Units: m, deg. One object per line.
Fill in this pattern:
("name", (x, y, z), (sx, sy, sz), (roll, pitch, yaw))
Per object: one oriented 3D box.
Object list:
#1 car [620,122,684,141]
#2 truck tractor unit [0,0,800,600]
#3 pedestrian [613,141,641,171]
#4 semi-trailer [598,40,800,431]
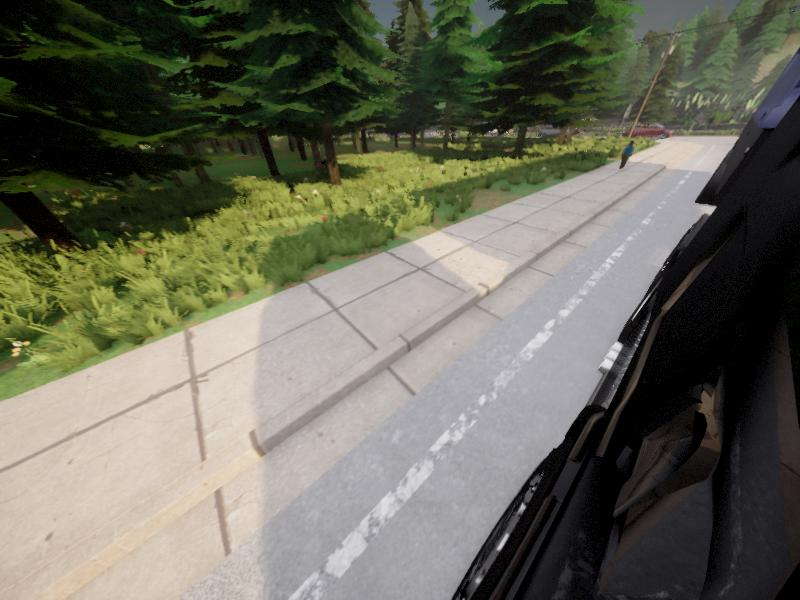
("car", (26.768, -18.035, 24.710), (1.816, 1.474, 4.193), (-26, 43, -28))
("truck tractor unit", (2.645, -0.295, 0.351), (6.516, 4.208, 3.053), (-28, 44, -30))
("pedestrian", (10.413, -6.628, 10.617), (0.500, 1.100, 0.500), (25, 45, 32))
("semi-trailer", (8.674, -3.625, 4.245), (14.254, 4.402, 2.717), (-28, 44, -30))
